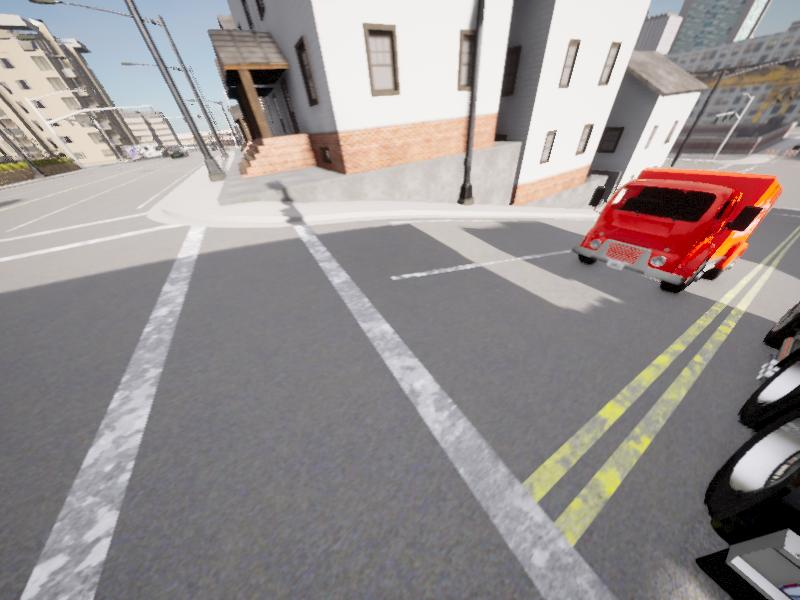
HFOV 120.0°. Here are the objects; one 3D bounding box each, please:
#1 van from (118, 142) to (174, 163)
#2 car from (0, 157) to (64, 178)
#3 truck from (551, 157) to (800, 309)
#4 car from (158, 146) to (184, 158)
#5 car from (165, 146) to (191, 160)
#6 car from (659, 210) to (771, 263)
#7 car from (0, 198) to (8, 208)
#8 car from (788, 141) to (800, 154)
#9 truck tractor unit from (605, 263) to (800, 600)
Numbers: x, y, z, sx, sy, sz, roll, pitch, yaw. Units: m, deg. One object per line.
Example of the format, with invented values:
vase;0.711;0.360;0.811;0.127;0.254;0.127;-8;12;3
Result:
van;-47.557;-27.815;43.425;2.351;2.431;6.366;18;44;28
car;-59.929;-21.593;37.502;5.566;2.045;2.150;-22;41;-20
truck;7.232;-1.963;6.113;5.204;2.467;2.627;-11;35;-29
car;-41.954;-27.102;42.356;3.988;1.617;1.851;19;45;28
car;-36.937;-24.620;38.576;2.038;1.542;4.974;-23;41;-20
car;13.211;-2.792;9.687;4.193;1.474;1.816;-12;35;-29
car;-20.914;-4.334;9.927;1.932;1.855;4.605;-23;41;-20
car;65.052;-23.672;35.932;2.038;1.542;4.974;5;39;14
truck tractor unit;5.198;-0.159;0.948;6.516;4.208;3.053;-13;37;-28
